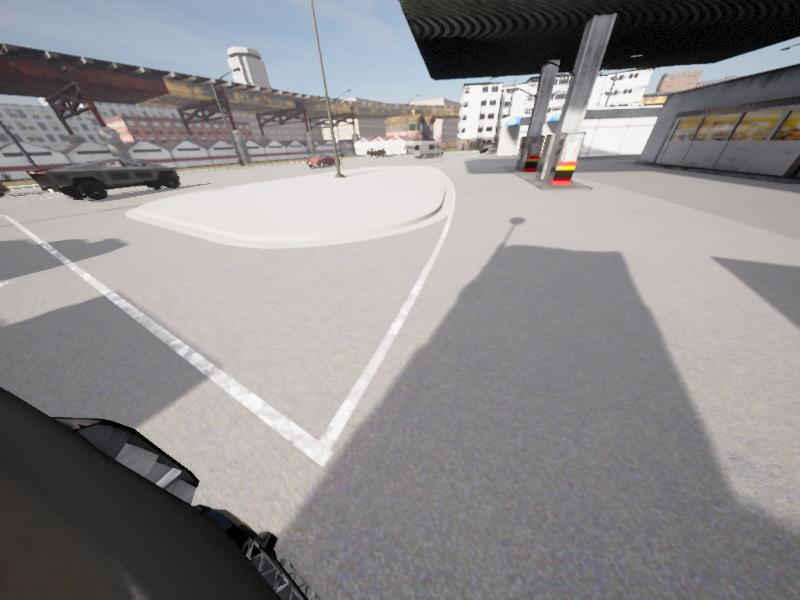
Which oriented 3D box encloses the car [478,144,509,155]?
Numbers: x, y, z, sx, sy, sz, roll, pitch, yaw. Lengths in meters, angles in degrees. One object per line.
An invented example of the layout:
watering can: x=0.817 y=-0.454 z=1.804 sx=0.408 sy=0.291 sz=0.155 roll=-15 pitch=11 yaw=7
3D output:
car: x=18.274 y=-29.489 z=45.266 sx=5.238 sy=1.638 sz=1.930 roll=-6 pitch=34 yaw=-5

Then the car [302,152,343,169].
car: x=-10.443 y=-19.115 z=31.606 sx=2.152 sy=1.651 sz=5.027 roll=17 pitch=38 yaw=26

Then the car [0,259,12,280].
car: x=-10.692 y=-1.133 z=4.851 sx=3.633 sy=1.501 sz=1.845 roll=16 pitch=38 yaw=26

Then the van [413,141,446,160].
van: x=5.302 y=-26.973 z=41.524 sx=5.915 sy=2.561 sz=1.988 roll=-23 pitch=39 yaw=-27

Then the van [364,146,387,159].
van: x=-5.353 y=-32.494 z=50.892 sx=4.480 sy=2.038 sz=2.069 roll=-26 pitch=36 yaw=-30

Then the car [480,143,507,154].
car: x=19.382 y=-31.566 z=48.161 sx=4.553 sy=1.767 sz=2.097 roll=-5 pitch=34 yaw=-3

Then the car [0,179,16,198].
car: x=-30.024 y=-7.556 z=15.645 sx=1.789 sy=1.549 sz=3.705 roll=16 pitch=38 yaw=26

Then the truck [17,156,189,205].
truck: x=-18.402 y=-8.002 z=15.083 sx=2.390 sy=2.098 sz=6.274 roll=9 pitch=35 yaw=17
